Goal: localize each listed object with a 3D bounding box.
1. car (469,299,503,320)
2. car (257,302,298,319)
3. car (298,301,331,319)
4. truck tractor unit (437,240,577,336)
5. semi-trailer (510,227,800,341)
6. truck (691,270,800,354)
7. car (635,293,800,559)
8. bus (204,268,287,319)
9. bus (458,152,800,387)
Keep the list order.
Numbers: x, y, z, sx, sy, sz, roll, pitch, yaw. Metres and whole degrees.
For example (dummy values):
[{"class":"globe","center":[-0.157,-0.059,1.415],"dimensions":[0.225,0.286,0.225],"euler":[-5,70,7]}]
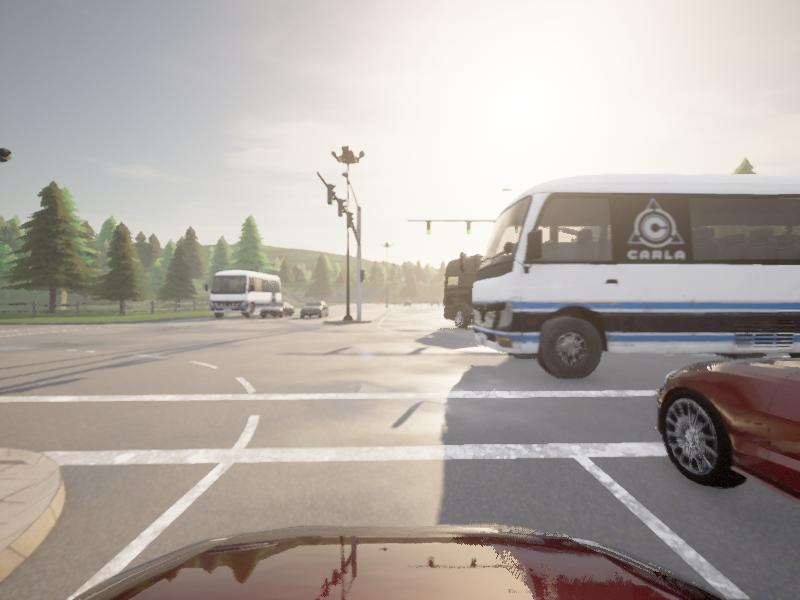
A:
[{"class":"car","center":[7.342,0.763,34.546],"dimensions":[2.033,1.649,4.856],"euler":[0,0,1]},{"class":"car","center":[-11.059,0.880,36.534],"dimensions":[2.033,1.411,5.357],"euler":[0,0,1]},{"class":"car","center":[-7.565,0.830,35.811],"dimensions":[1.837,1.490,4.892],"euler":[0,0,1]},{"class":"truck tractor unit","center":[5.361,-0.539,21.043],"dimensions":[3.053,4.208,6.516],"euler":[-2,1,-38]},{"class":"semi-trailer","center":[12.306,-0.642,17.803],"dimensions":[14.254,4.402,2.717],"euler":[0,1,17]},{"class":"truck","center":[13.062,0.350,13.063],"dimensions":[5.204,2.467,2.627],"euler":[0,0,1]},{"class":"car","center":[3.543,0.780,1.723],"dimensions":[2.152,1.651,5.027],"euler":[0,0,1]},{"class":"bus","center":[-14.412,-0.549,38.648],"dimensions":[3.944,4.253,10.273],"euler":[0,0,1]},{"class":"bus","center":[6.801,-0.537,9.279],"dimensions":[10.273,4.253,3.944],"euler":[0,0,-1]}]
